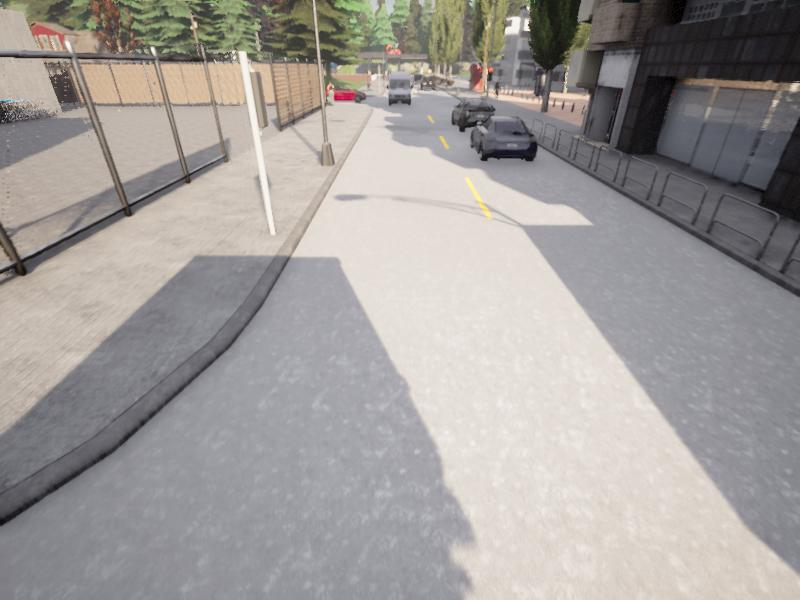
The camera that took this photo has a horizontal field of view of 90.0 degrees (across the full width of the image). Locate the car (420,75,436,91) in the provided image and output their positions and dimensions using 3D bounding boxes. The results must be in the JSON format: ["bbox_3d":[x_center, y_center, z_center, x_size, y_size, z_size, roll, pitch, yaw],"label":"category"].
[{"bbox_3d":[3.977,-30.925,56.918,1.932,1.855,4.605,0,31,0],"label":"car"}]

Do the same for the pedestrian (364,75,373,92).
[{"bbox_3d":[-3.958,-27.188,50.299,0.751,1.860,0.751,-14,33,-22],"label":"pedestrian"}]

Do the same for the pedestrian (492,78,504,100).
[{"bbox_3d":[9.467,-20.396,38.706,0.751,1.860,0.751,2,30,3],"label":"pedestrian"}]

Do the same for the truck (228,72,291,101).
[{"bbox_3d":[-14.118,-21.746,40.656,5.204,2.467,2.627,0,30,0],"label":"truck"}]

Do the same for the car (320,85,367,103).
[{"bbox_3d":[-5.258,-19.370,37.588,4.193,1.474,1.816,-1,30,-2],"label":"car"}]

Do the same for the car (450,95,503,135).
[{"bbox_3d":[4.012,-10.170,21.835,2.007,1.525,4.514,0,30,0],"label":"car"}]

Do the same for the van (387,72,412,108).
[{"bbox_3d":[-0.021,-18.607,35.233,1.988,2.561,5.915,0,30,0],"label":"van"}]

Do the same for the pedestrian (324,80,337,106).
[{"bbox_3d":[-5.716,-17.104,33.068,0.751,1.860,0.751,-10,32,-17],"label":"pedestrian"}]

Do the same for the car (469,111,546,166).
[{"bbox_3d":[3.967,-6.396,15.549,1.994,1.385,4.181,1,30,2],"label":"car"}]
